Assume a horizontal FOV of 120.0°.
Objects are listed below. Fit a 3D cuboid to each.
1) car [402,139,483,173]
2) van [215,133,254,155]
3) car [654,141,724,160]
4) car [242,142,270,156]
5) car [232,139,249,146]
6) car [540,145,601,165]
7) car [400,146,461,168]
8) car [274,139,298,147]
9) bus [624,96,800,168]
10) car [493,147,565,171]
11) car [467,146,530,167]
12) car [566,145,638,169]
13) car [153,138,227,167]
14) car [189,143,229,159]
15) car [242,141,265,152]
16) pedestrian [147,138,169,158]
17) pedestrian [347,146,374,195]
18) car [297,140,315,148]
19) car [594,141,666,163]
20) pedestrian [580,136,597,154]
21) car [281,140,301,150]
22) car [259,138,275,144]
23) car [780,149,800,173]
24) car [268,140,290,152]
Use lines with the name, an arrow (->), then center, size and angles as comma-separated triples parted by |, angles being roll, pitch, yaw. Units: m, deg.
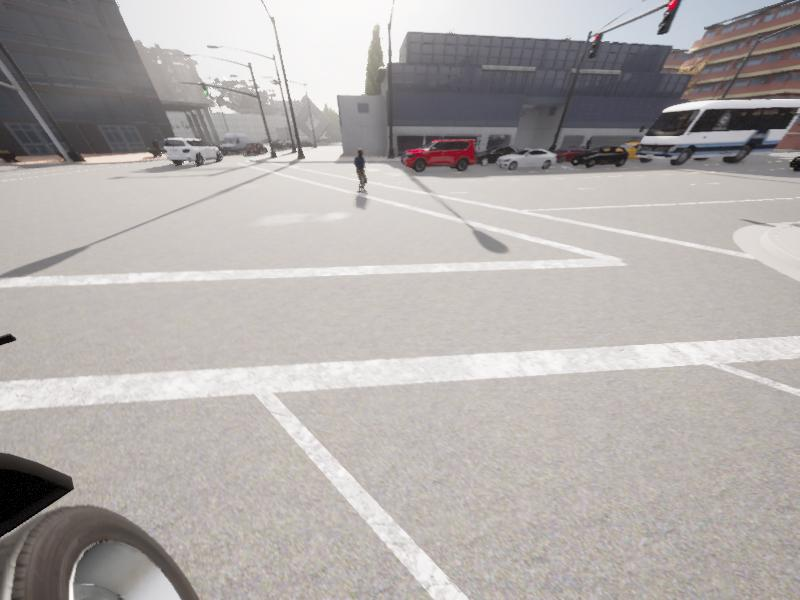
car -> 3.096, -11.164, 17.848 | 5.566, 2.045, 2.150 | -4, 36, -6
van -> -24.614, -23.426, 34.661 | 1.988, 2.561, 5.915 | -4, 35, -6
car -> 29.314, -15.284, 23.529 | 4.674, 1.442, 1.812 | -5, 36, -5
car -> -20.945, -22.146, 33.798 | 1.816, 1.474, 4.193 | -4, 35, -6
car -> -45.094, -44.439, 65.214 | 5.357, 1.411, 2.033 | 29, 44, 34
car -> 16.312, -14.011, 22.284 | 4.181, 1.385, 1.994 | -4, 36, -5
car -> 2.614, -12.961, 20.833 | 5.008, 1.535, 1.882 | -4, 35, -6
car -> -29.190, -40.318, 59.273 | 4.611, 1.667, 2.242 | 3, 35, 5
bus -> 26.406, -14.023, 19.459 | 10.273, 4.253, 3.944 | -6, 36, -5
car -> 10.336, -11.488, 18.794 | 4.674, 1.442, 1.812 | -5, 36, -6
car -> 9.043, -13.442, 21.529 | 4.892, 1.490, 1.837 | -5, 35, -6
car -> 16.847, -12.065, 19.440 | 4.193, 1.474, 1.816 | -5, 36, -6
car -> -19.269, -13.925, 21.698 | 2.150, 2.045, 5.566 | -3, 35, -5
car -> -23.693, -18.704, 28.910 | 1.816, 1.474, 4.193 | -4, 35, -6
car -> -25.517, -26.847, 40.367 | 1.845, 1.501, 3.633 | -4, 36, -7
pedestrian -> -27.371, -17.226, 26.158 | 0.751, 1.860, 0.751 | 4, 35, 5
pedestrian -> -1.789, -5.906, 10.562 | 0.751, 1.860, 0.751 | 29, 44, 34
car -> -22.061, -36.619, 54.261 | 1.816, 1.474, 4.193 | 6, 36, 8
car -> 22.608, -14.668, 22.859 | 5.008, 1.535, 1.882 | -5, 36, -5
pedestrian -> 23.032, -18.916, 28.224 | 0.751, 1.860, 0.751 | -11, 37, -15
car -> -22.670, -32.577, 48.395 | 1.930, 1.638, 5.238 | -1, 35, -1
car -> -47.394, -56.812, 82.369 | 2.097, 1.767, 4.553 | 8, 36, 11
car -> 28.437, -8.983, 14.852 | 4.718, 1.301, 1.895 | -6, 36, -5
car -> -22.247, -28.526, 42.669 | 1.930, 1.638, 5.238 | -4, 35, -6
